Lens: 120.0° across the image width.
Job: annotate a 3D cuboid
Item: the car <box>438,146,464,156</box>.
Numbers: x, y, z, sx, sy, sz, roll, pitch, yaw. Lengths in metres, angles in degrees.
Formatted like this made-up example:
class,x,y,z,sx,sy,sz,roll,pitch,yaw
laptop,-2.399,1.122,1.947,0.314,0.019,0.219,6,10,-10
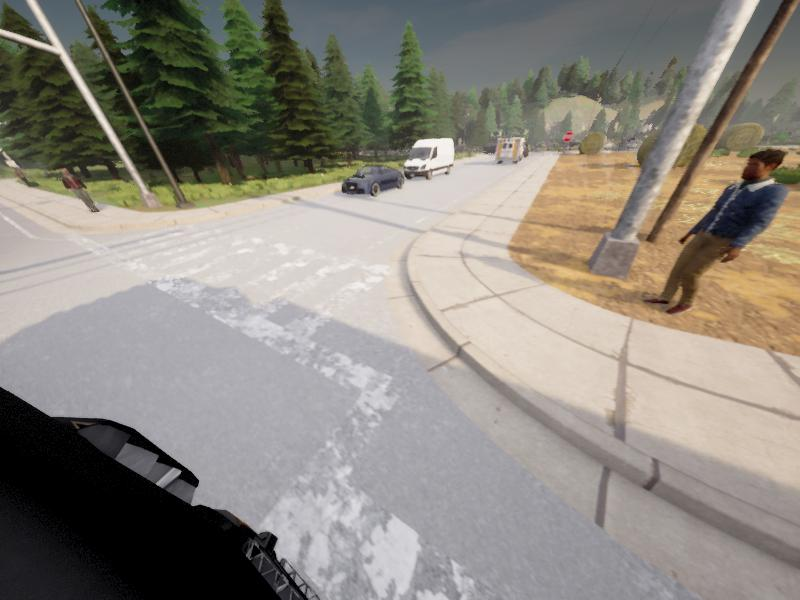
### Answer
class,x,y,z,sx,sy,sz,roll,pitch,yaw
car,11.200,-32.785,50.754,5.238,1.638,1.930,19,39,29

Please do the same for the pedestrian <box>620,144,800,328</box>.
class,x,y,z,sx,sy,sz,roll,pitch,yaw
pedestrian,3.641,-0.661,2.665,0.751,1.860,0.751,4,34,10

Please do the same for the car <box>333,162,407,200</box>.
class,x,y,z,sx,sy,sz,roll,pitch,yaw
car,-1.488,-6.949,13.267,1.994,1.385,4.181,17,38,27

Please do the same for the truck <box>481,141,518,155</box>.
class,x,y,z,sx,sy,sz,roll,pitch,yaw
truck,18.615,-28.576,43.526,2.390,2.098,6.274,-15,36,-20

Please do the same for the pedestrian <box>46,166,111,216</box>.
class,x,y,z,sx,sy,sz,roll,pitch,yaw
pedestrian,-14.031,-4.790,10.136,0.751,1.860,0.751,15,38,25

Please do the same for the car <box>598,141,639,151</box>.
class,x,y,z,sx,sy,sz,roll,pitch,yaw
car,37.054,-26.236,39.363,4.718,1.301,1.895,19,39,29

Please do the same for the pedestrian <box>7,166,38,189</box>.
class,x,y,z,sx,sy,sz,roll,pitch,yaw
pedestrian,-36.810,-11.953,22.535,0.751,1.860,0.751,19,40,30

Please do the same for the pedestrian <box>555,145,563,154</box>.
class,x,y,z,sx,sy,sz,roll,pitch,yaw
pedestrian,23.990,-22.613,34.808,0.500,1.100,0.500,-13,35,-15

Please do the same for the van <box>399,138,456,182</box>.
class,x,y,z,sx,sy,sz,roll,pitch,yaw
van,2.342,-11.125,18.192,1.988,2.561,5.915,17,38,27

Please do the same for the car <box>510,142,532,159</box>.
class,x,y,z,sx,sy,sz,roll,pitch,yaw
car,17.445,-21.520,33.253,1.905,1.878,3.866,17,38,27

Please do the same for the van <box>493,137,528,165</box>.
class,x,y,z,sx,sy,sz,roll,pitch,yaw
van,13.135,-17.629,27.252,2.351,2.431,6.366,17,38,27
